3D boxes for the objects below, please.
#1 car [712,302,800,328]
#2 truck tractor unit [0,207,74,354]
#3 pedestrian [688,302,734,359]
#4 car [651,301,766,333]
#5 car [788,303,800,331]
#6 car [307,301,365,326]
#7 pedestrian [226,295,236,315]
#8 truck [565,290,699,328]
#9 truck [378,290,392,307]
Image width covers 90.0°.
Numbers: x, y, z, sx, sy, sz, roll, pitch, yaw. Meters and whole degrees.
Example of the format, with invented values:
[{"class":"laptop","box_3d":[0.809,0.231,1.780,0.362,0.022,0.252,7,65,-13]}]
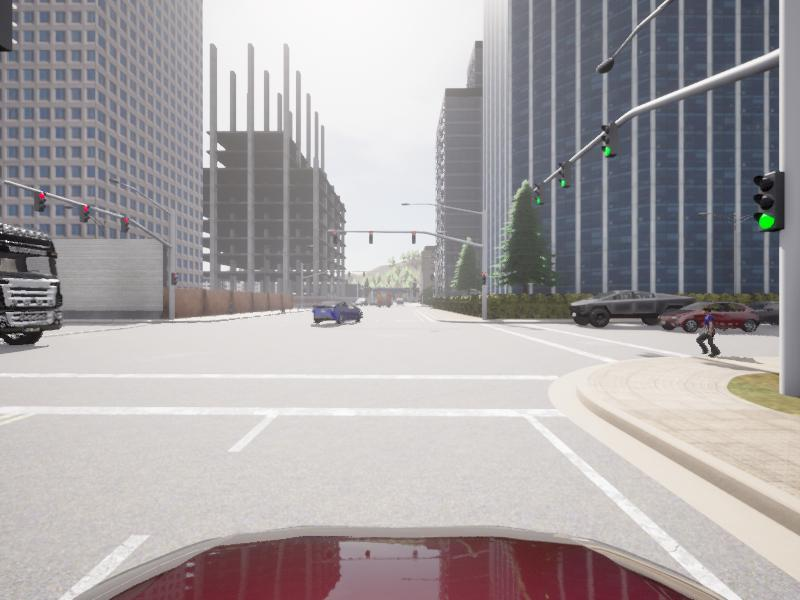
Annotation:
[{"class":"car","box_3d":[20.969,0.816,22.947,4.674,1.442,1.812,0,0,0]},{"class":"truck tractor unit","box_3d":[-14.729,-0.566,12.520,6.516,4.208,3.053,0,0,0]},{"class":"pedestrian","box_3d":[7.591,0.710,9.770,0.751,1.300,0.751,0,0,-39]},{"class":"car","box_3d":[14.897,0.800,19.461,4.193,1.474,1.816,0,0,0]},{"class":"car","box_3d":[21.897,0.853,19.454,4.181,1.385,1.994,0,0,-1]},{"class":"car","box_3d":[-4.104,0.815,26.583,2.007,1.525,4.514,0,0,18]},{"class":"pedestrian","box_3d":[-16.084,0.487,38.098,0.751,1.860,0.751,0,0,-4]},{"class":"truck","box_3d":[13.109,0.488,22.966,6.274,2.098,2.390,0,0,0]},{"class":"truck","box_3d":[-3.480,-0.319,92.019,2.891,3.827,8.468,0,0,0]}]
